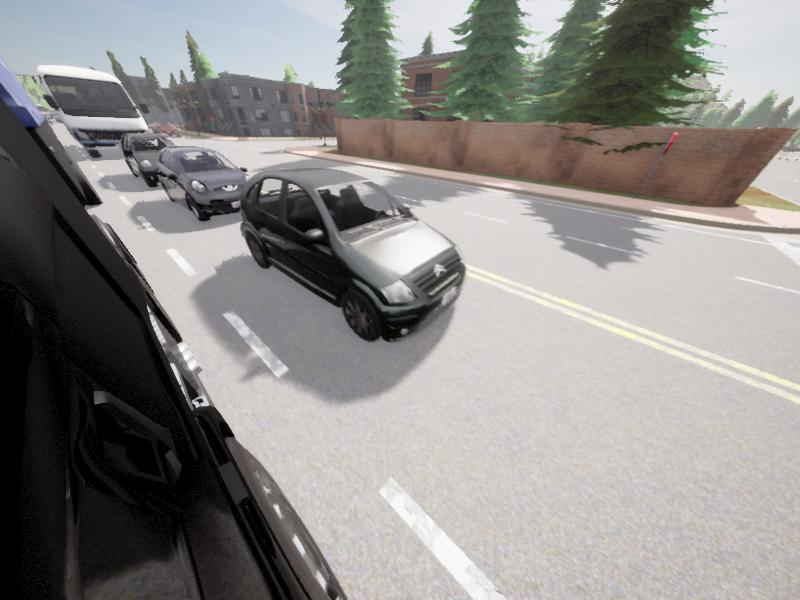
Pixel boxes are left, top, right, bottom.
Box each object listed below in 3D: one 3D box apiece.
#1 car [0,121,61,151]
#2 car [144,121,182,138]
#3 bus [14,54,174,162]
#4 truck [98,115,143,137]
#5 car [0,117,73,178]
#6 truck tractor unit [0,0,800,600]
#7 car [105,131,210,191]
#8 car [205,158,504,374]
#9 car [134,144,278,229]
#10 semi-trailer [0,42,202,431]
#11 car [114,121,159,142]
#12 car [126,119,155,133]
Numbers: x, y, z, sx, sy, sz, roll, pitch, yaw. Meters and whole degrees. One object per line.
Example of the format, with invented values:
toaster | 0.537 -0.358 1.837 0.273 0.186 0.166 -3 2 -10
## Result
car | -26.075 -11.581 16.304 3.633 1.501 1.845 28 44 30
car | -31.684 -22.781 30.860 5.027 1.651 2.152 28 44 30
bus | -20.300 -12.473 15.554 10.273 4.253 3.944 28 44 30
truck | -36.648 -22.867 30.290 6.274 2.098 2.390 28 44 30
car | -17.197 -7.035 10.453 4.605 1.855 1.932 28 44 29
truck tractor unit | -2.645 -0.295 0.352 6.516 4.208 3.053 28 44 30
car | -9.929 -5.811 9.472 3.988 1.617 1.851 28 44 30
car | -0.920 -1.050 3.638 3.988 1.617 1.851 28 44 30
car | -5.557 -3.470 6.663 3.633 1.501 1.845 28 44 30
semi-trailer | -8.713 -3.587 4.225 14.254 4.402 2.717 28 44 30
car | -29.201 -18.737 25.603 5.027 1.651 2.152 28 44 30
car | -42.560 -28.532 37.905 4.856 1.649 2.033 28 44 30
